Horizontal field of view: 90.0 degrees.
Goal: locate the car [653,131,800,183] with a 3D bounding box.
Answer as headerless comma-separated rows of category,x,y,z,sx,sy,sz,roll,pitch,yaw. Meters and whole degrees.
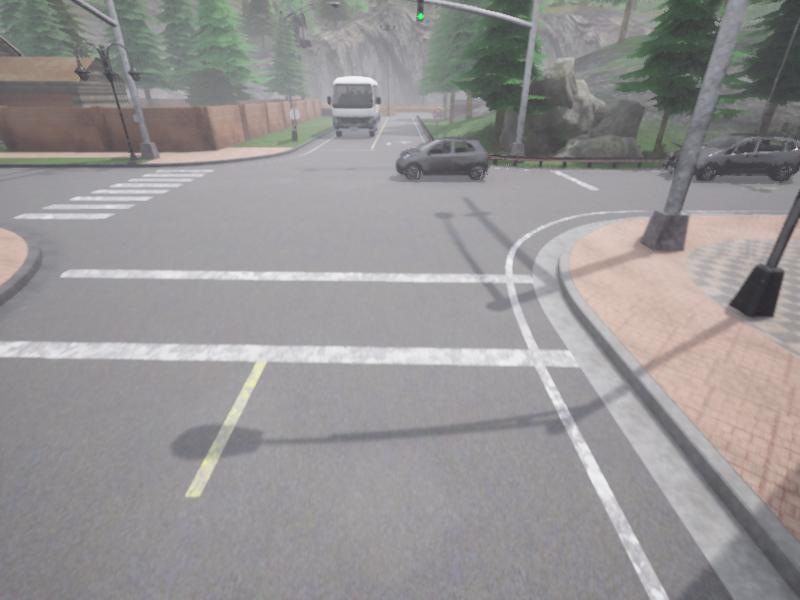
car,13.435,-5.833,16.217,4.611,1.667,2.242,0,27,-1

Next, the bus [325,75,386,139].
bus,-3.381,-16.470,33.966,3.944,4.253,10.273,0,27,0

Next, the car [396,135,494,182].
car,1.661,-5.687,16.011,3.633,1.501,1.845,0,27,-2

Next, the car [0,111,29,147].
car,-25.022,-9.965,23.489,1.932,1.855,4.605,-1,27,-1

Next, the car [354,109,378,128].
car,-3.505,-19.383,42.624,2.128,1.511,4.902,0,27,0

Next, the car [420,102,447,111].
car,6.815,-39.531,81.848,5.366,1.575,1.801,0,27,-1
